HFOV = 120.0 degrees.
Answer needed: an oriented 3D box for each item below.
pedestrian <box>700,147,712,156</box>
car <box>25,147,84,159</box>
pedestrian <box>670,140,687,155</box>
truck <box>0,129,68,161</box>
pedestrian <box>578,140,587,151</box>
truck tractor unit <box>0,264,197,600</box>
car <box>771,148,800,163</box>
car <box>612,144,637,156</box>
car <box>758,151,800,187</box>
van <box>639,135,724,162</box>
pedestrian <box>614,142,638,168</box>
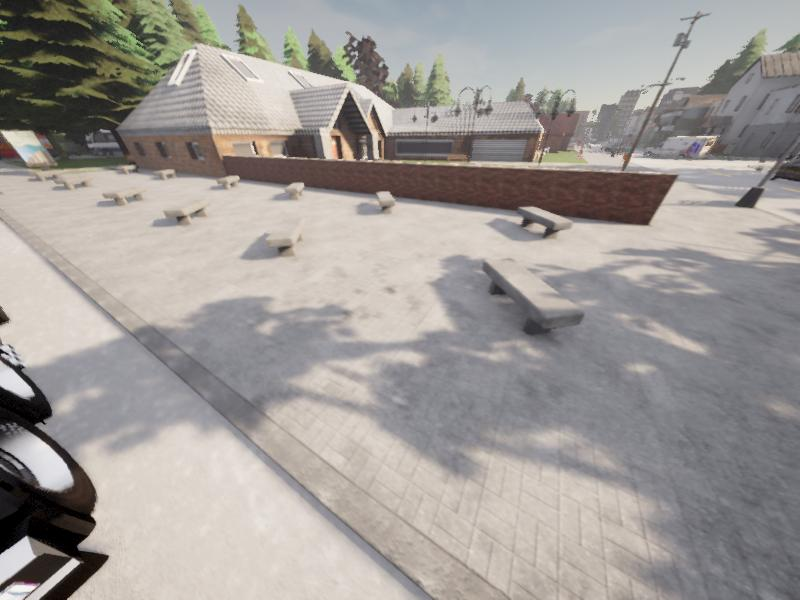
[{"bbox_3d":[42.887,-20.852,32.384,0.500,1.100,0.500,-18,39,-24],"label":"pedestrian"},{"bbox_3d":[-54.714,-23.378,36.712,1.837,1.490,4.892,18,38,25],"label":"car"},{"bbox_3d":[41.073,-22.460,34.081,0.751,1.860,0.751,25,42,31],"label":"pedestrian"},{"bbox_3d":[-59.560,-23.882,35.475,2.891,3.827,8.468,15,37,20],"label":"truck"},{"bbox_3d":[36.006,-30.468,45.599,0.751,1.860,0.751,9,36,13],"label":"pedestrian"},{"bbox_3d":[-5.112,-0.300,0.776,6.516,4.208,3.053,18,39,24],"label":"truck tractor unit"},{"bbox_3d":[44.454,-15.471,24.711,4.718,1.301,1.895,18,39,25],"label":"car"},{"bbox_3d":[36.402,-24.454,37.615,1.994,1.385,4.181,18,39,24],"label":"car"},{"bbox_3d":[23.549,-7.258,12.879,1.882,1.535,5.008,18,39,25],"label":"car"},{"bbox_3d":[36.800,-20.182,30.650,2.351,2.431,6.366,-17,38,-11],"label":"van"},{"bbox_3d":[19.452,-12.470,19.891,0.751,1.860,0.751,28,44,34],"label":"pedestrian"}]
